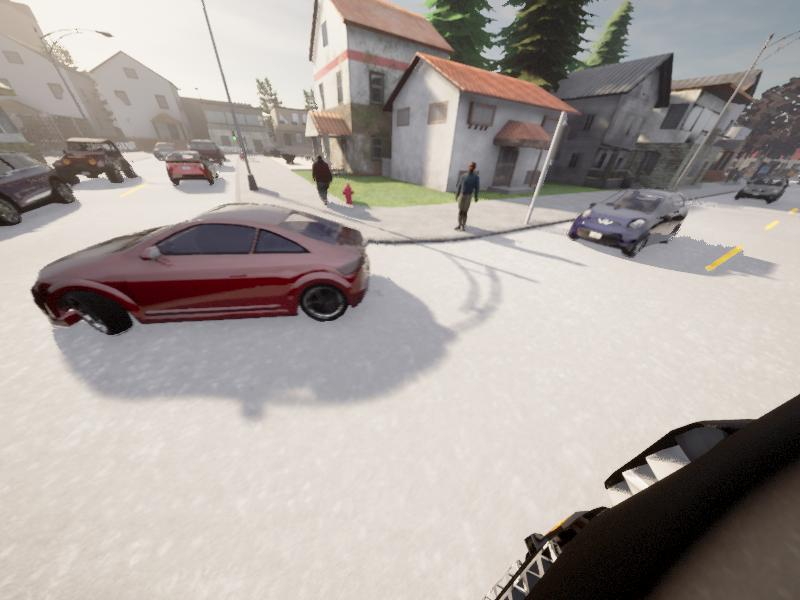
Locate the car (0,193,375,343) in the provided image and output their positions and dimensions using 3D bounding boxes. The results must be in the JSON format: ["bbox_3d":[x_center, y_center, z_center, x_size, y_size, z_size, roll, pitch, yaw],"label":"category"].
[{"bbox_3d":[-2.559,-0.699,3.587,4.181,1.385,1.994,-3,34,-8],"label":"car"}]

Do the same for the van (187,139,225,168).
[{"bbox_3d":[-17.346,-13.269,20.867,1.775,1.987,4.442,-16,38,-26],"label":"van"}]

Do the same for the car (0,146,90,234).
[{"bbox_3d":[-11.844,-3.237,6.461,2.033,1.649,4.856,-16,38,-26],"label":"car"}]

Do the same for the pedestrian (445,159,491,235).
[{"bbox_3d":[1.938,-2.978,6.709,0.751,1.860,0.751,20,37,24],"label":"pedestrian"}]

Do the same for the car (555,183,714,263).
[{"bbox_3d":[6.846,-2.457,6.836,3.633,1.501,1.845,-16,38,-26],"label":"car"}]

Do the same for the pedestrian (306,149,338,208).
[{"bbox_3d":[-2.921,-4.585,8.756,0.751,1.860,0.751,-16,38,-26],"label":"pedestrian"}]

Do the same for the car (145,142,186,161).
[{"bbox_3d":[-24.810,-15.894,24.682,2.128,1.511,4.902,-18,39,-28],"label":"car"}]

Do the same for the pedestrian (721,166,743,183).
[{"bbox_3d":[42.990,-16.191,29.894,0.751,1.860,0.751,-16,38,-27],"label":"pedestrian"}]

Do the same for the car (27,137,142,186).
[{"bbox_3d":[-15.778,-7.237,11.961,1.905,1.878,3.866,-16,38,-26],"label":"car"}]

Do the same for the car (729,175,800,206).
[{"bbox_3d":[26.251,-7.988,16.646,3.988,1.617,1.851,-16,38,-26],"label":"car"}]

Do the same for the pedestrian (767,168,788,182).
[{"bbox_3d":[59.145,-19.528,36.189,0.751,1.860,0.751,-6,34,-13],"label":"pedestrian"}]

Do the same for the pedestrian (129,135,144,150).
[{"bbox_3d":[-40.664,-24.360,35.685,0.751,1.860,0.751,-18,39,-29],"label":"pedestrian"}]

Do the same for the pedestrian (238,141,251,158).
[{"bbox_3d":[-20.631,-19.995,30.633,0.751,1.860,0.751,22,38,26],"label":"pedestrian"}]

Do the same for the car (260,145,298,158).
[{"bbox_3d":[-19.425,-23.863,37.177,4.792,1.488,2.163,-19,39,-30],"label":"car"}]

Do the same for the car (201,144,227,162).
[{"bbox_3d":[-21.369,-17.028,26.698,1.816,1.474,4.193,-16,38,-26],"label":"car"}]

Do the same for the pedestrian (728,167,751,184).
[{"bbox_3d":[43.121,-15.829,29.357,0.751,1.860,0.751,-14,37,-24],"label":"pedestrian"}]

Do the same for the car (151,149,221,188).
[{"bbox_3d":[-11.815,-7.602,13.154,2.007,1.525,4.514,-16,38,-26],"label":"car"}]

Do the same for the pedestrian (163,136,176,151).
[{"bbox_3d":[-35.663,-24.185,35.706,0.751,1.860,0.751,-23,42,-34],"label":"pedestrian"}]

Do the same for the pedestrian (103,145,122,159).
[{"bbox_3d":[-26.329,-13.563,21.180,0.500,1.100,0.500,-7,35,-14],"label":"pedestrian"}]
